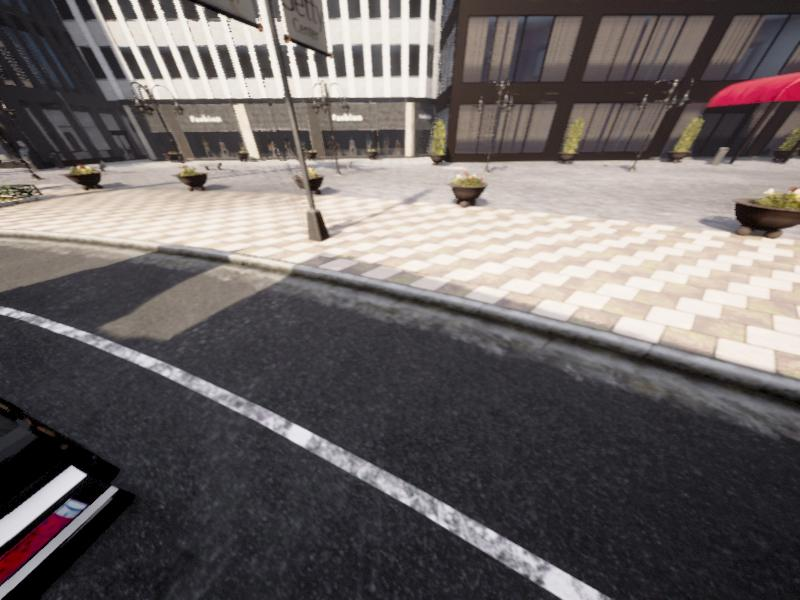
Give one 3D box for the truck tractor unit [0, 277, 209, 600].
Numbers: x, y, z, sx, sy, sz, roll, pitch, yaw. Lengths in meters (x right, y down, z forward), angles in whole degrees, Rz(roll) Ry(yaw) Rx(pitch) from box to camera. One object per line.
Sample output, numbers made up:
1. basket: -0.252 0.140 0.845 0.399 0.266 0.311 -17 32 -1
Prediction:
1. truck tractor unit: -5.275 -0.089 0.495 6.516 4.208 3.053 11 37 15
